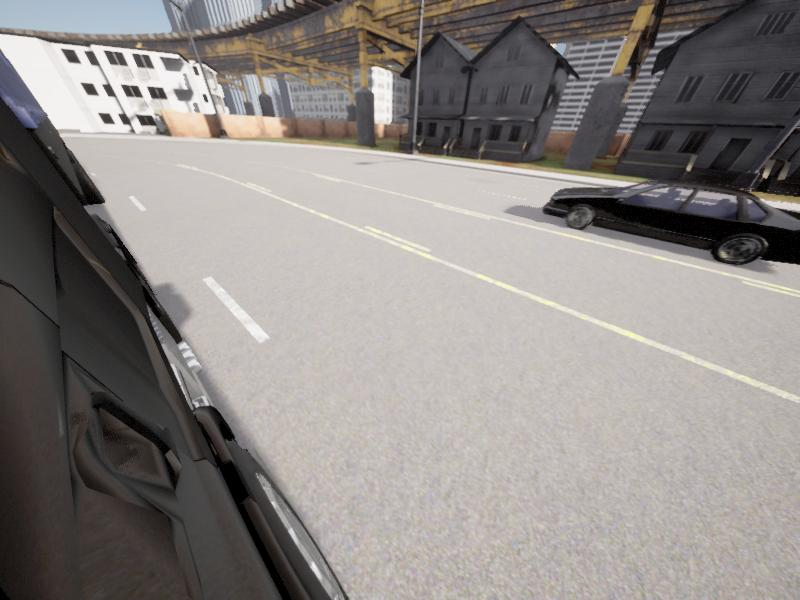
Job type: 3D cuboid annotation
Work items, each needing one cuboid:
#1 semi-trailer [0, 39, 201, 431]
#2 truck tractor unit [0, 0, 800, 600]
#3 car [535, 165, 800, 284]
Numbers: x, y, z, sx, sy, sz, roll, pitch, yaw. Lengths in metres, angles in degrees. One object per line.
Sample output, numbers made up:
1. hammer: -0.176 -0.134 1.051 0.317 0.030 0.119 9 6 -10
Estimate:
1. semi-trailer: -8.672 -3.631 4.242 14.254 4.402 2.717 29 44 30
2. truck tractor unit: -2.645 -0.295 0.351 6.516 4.208 3.053 28 44 30
3. car: 6.902 -2.300 5.997 5.357 1.411 2.033 29 44 30
